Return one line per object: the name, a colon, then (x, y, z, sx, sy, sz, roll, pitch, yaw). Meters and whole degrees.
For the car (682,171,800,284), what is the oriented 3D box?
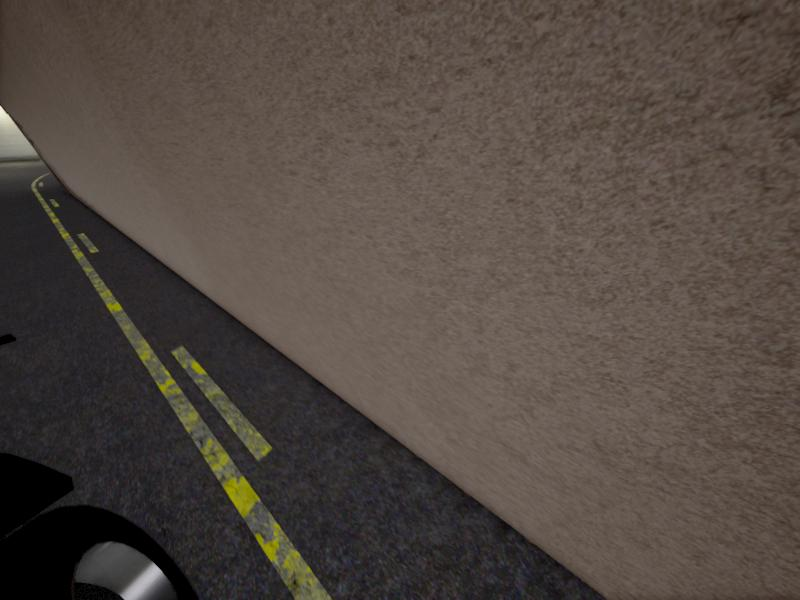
car: (9.330, -1.054, 4.084, 5.027, 1.651, 2.152, 23, 41, 28)
